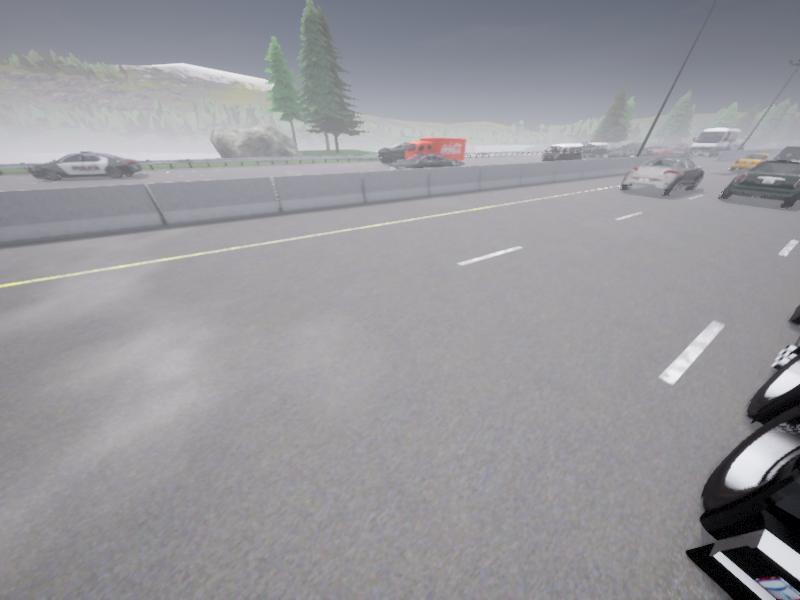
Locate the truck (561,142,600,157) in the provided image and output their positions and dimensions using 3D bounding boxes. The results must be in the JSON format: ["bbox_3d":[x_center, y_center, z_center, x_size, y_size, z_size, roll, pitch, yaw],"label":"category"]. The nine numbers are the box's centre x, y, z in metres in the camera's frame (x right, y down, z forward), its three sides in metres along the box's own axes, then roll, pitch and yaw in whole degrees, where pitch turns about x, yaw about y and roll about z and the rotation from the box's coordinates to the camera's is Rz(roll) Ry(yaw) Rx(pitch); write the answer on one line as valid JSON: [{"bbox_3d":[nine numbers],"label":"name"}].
[{"bbox_3d":[31.595,-26.433,40.503,6.274,2.098,2.390,-18,39,-24],"label":"truck"}]

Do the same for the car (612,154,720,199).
[{"bbox_3d":[14.508,-6.878,12.626,5.027,1.651,2.152,-18,39,-24],"label":"car"}]

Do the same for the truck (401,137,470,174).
[{"bbox_3d":[3.000,-12.722,20.177,5.204,2.467,2.627,-18,39,-24],"label":"truck"}]

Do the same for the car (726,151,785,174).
[{"bbox_3d":[32.956,-12.833,21.407,5.366,1.575,1.801,-18,39,-24],"label":"car"}]

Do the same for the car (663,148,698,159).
[{"bbox_3d":[45.352,-23.686,37.303,5.357,1.411,2.033,-18,39,-24],"label":"car"}]

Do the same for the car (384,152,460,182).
[{"bbox_3d":[1.528,-9.542,16.428,4.902,1.511,2.128,-18,39,-24],"label":"car"}]

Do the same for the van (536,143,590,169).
[{"bbox_3d":[16.443,-14.592,23.372,4.480,2.038,2.069,-18,39,-24],"label":"van"}]

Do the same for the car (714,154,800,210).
[{"bbox_3d":[17.415,-5.585,10.643,4.553,1.767,2.097,-18,39,-24],"label":"car"}]

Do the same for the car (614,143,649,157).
[{"bbox_3d":[42.387,-27.603,42.335,5.566,2.045,2.150,-18,39,-24],"label":"car"}]

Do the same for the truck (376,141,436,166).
[{"bbox_3d":[0.696,-16.428,25.811,6.274,2.098,2.390,-18,39,-24],"label":"truck"}]

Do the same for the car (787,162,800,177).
[{"bbox_3d":[33.711,-10.729,18.480,3.806,1.475,1.970,-18,39,-24],"label":"car"}]

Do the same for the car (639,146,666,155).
[{"bbox_3d":[51.004,-30.168,46.587,4.514,1.525,2.007,-18,39,-24],"label":"car"}]

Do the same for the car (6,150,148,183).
[{"bbox_3d":[-20.758,-8.920,15.297,4.974,1.542,2.038,-14,37,-20],"label":"car"}]

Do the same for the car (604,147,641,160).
[{"bbox_3d":[33.861,-22.325,35.114,4.974,1.542,2.038,-18,39,-24],"label":"car"}]

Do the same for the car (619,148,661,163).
[{"bbox_3d":[32.259,-19.492,31.042,4.902,1.511,2.128,-18,39,-24],"label":"car"}]

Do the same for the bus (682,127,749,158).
[{"bbox_3d":[57.606,-28.746,42.191,10.273,4.253,3.944,-18,39,-24],"label":"bus"}]

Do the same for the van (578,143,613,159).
[{"bbox_3d":[31.314,-24.012,37.074,4.480,2.038,2.069,-18,39,-25],"label":"van"}]

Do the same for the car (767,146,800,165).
[{"bbox_3d":[48.290,-17.925,28.608,3.866,1.878,1.905,-18,39,-24],"label":"car"}]

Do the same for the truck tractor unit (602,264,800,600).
[{"bbox_3d":[5.112,-0.299,0.786,6.516,4.208,3.053,-18,39,-24],"label":"truck tractor unit"}]
